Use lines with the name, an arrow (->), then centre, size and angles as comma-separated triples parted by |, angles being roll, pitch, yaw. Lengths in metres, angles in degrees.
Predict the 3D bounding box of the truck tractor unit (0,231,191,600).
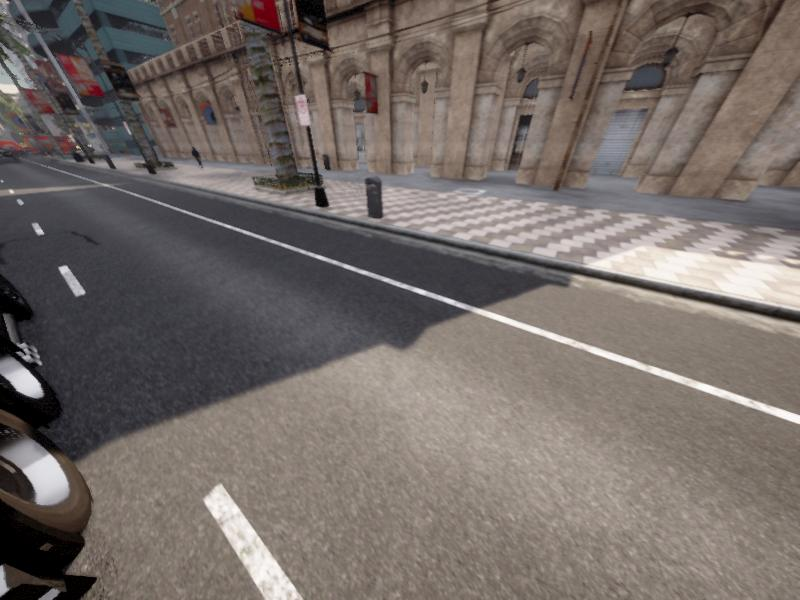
truck tractor unit -> -5.058, -0.349, 0.861 | 6.516, 4.208, 3.053 | 20, 40, 27

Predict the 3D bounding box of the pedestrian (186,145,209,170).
pedestrian -> -18.060, -12.719, 20.637 | 0.751, 1.860, 0.751 | 20, 39, 26

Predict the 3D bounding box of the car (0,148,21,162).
car -> -57.971, -21.120, 33.653 | 4.902, 1.511, 2.128 | 20, 40, 27
